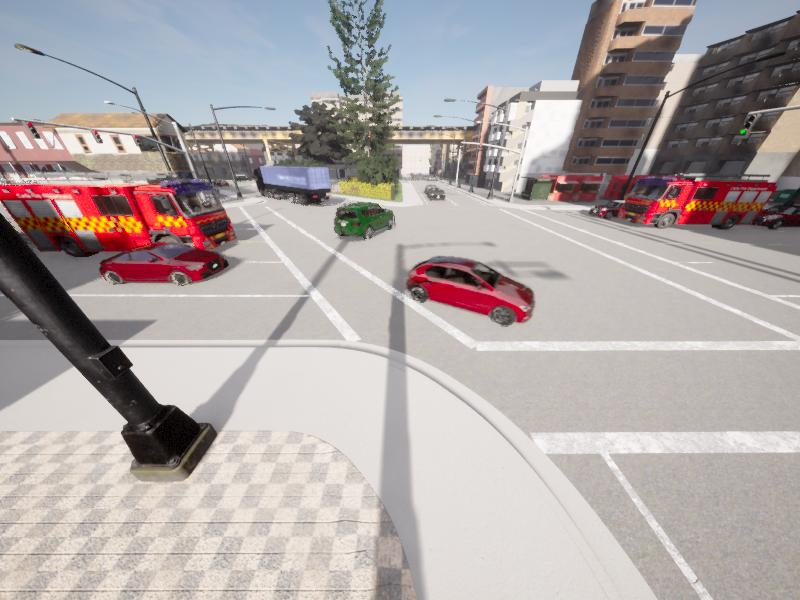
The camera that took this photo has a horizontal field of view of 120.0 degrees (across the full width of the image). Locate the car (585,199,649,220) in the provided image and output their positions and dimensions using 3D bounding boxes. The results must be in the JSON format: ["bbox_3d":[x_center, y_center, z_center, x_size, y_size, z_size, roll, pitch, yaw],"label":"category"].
[{"bbox_3d":[20.444,-8.612,21.937,3.806,1.475,1.970,0,30,0],"label":"car"}]

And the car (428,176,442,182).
[{"bbox_3d":[10.806,-37.298,71.306,3.988,1.617,1.851,0,30,0],"label":"car"}]

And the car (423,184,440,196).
[{"bbox_3d":[5.369,-19.041,39.809,2.163,1.488,4.792,0,30,0],"label":"car"}]

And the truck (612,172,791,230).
[{"bbox_3d":[23.136,-7.864,18.354,8.468,3.827,2.891,0,30,-1],"label":"truck"}]

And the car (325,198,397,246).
[{"bbox_3d":[-2.349,-5.668,16.075,2.150,2.045,5.566,14,32,19],"label":"car"}]

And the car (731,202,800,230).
[{"bbox_3d":[31.272,-6.902,18.910,4.553,1.767,2.097,1,30,-1],"label":"car"}]

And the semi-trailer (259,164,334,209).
[{"bbox_3d":[-13.903,-15.198,30.196,14.254,4.402,2.717,26,39,38],"label":"semi-trailer"}]

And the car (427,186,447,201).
[{"bbox_3d":[5.324,-15.635,33.769,2.152,1.651,5.027,0,30,1],"label":"car"}]

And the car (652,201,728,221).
[{"bbox_3d":[27.438,-8.486,21.979,4.181,1.385,1.994,1,30,0],"label":"car"}]

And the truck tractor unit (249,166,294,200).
[{"bbox_3d":[-19.546,-17.887,35.058,6.516,4.208,3.053,26,39,37],"label":"truck tractor unit"}]

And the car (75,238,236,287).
[{"bbox_3d":[-9.847,-1.620,9.707,4.181,1.385,1.994,0,30,0],"label":"car"}]

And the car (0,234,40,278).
[{"bbox_3d":[-19.416,-1.708,9.626,4.974,1.542,2.038,0,30,1],"label":"car"}]

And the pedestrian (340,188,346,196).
[{"bbox_3d":[-8.828,-16.786,35.938,0.500,1.100,0.500,20,35,30],"label":"pedestrian"}]

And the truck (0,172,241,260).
[{"bbox_3d":[-14.076,-4.456,12.114,8.468,3.827,2.891,1,30,0],"label":"truck"}]

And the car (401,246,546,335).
[{"bbox_3d":[2.299,-0.549,7.798,4.193,1.474,1.816,16,33,25],"label":"car"}]
